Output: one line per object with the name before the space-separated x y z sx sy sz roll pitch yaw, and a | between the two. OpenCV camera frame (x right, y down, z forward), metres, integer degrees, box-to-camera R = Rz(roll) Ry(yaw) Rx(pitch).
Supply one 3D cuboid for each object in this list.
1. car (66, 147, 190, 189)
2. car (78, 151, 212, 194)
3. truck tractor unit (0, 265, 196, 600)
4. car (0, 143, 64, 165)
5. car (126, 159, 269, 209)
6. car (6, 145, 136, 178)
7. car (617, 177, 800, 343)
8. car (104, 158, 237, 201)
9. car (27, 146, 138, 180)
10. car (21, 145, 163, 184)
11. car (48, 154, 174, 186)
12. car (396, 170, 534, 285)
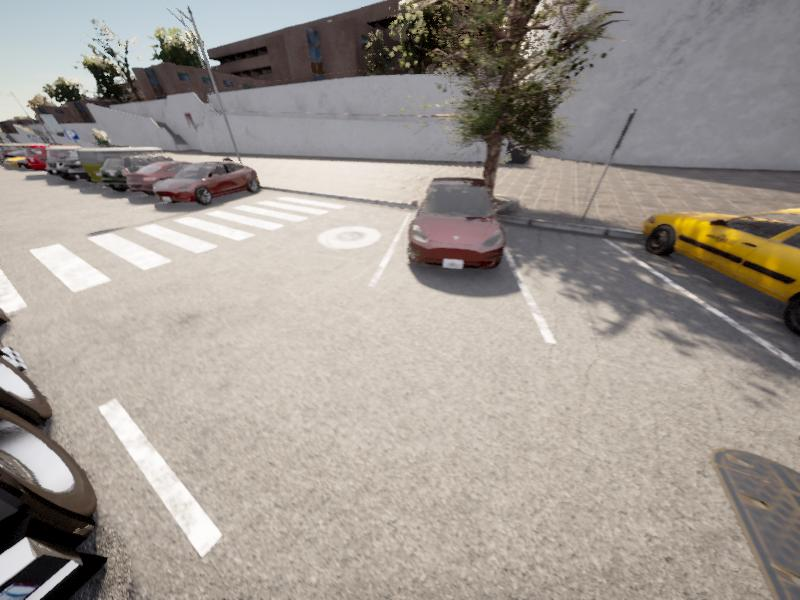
car | -16.744 -8.534 14.713 1.878 1.987 4.442 5 35 8
car | -14.183 -7.530 13.418 2.185 1.767 4.553 5 35 8
truck tractor unit | -5.115 -0.296 0.789 6.516 4.208 3.053 18 39 24
car | -45.213 -17.739 27.987 1.878 1.987 4.442 7 35 8
car | -8.991 -5.718 11.038 2.163 1.488 4.792 6 35 8
car | -27.100 -11.865 19.549 2.435 2.045 5.566 6 35 8
car | 6.642 -0.798 3.764 1.946 1.575 5.366 5 34 8
car | -11.596 -6.569 12.304 2.002 1.452 4.674 5 35 8
car | -24.530 -10.922 18.212 1.878 1.987 4.442 6 35 8
car | -21.930 -10.153 17.039 2.435 2.045 5.566 6 35 8
car | -19.349 -9.118 15.970 2.231 1.521 4.892 5 34 8
car | 1.412 -2.340 6.086 2.163 1.488 4.792 6 35 8
